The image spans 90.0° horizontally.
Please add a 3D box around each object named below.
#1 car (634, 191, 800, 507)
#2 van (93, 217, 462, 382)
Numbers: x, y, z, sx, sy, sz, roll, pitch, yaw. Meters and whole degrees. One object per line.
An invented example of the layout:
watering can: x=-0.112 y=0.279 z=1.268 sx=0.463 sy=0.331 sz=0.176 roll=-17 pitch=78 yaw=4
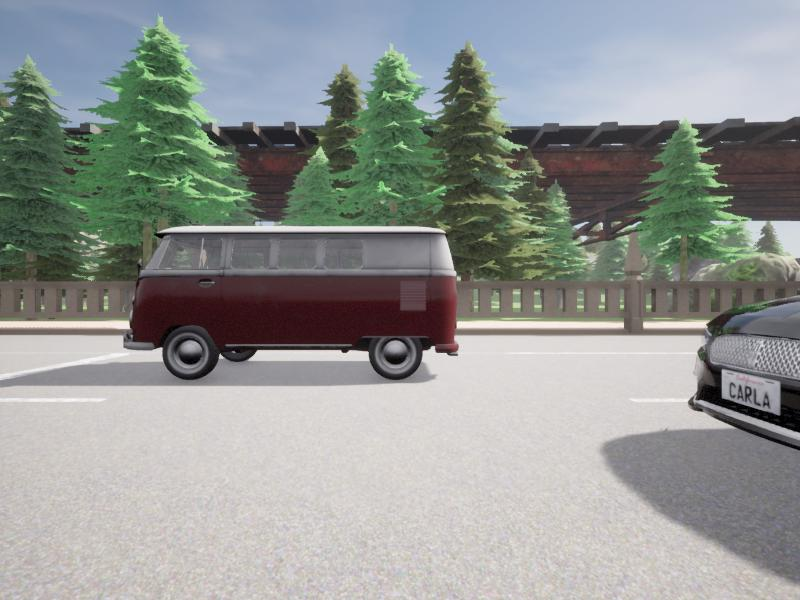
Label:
car: x=4.363 y=0.237 z=2.200 sx=4.902 sy=1.511 sz=2.128 roll=0 pitch=0 yaw=0
van: x=-1.470 y=-0.002 z=5.700 sx=4.442 sy=1.987 sz=1.775 roll=0 pitch=0 yaw=0
